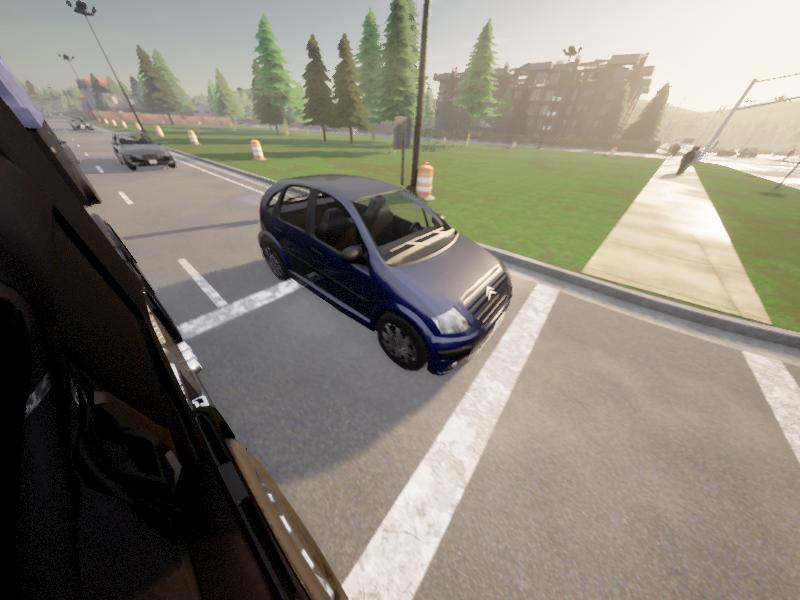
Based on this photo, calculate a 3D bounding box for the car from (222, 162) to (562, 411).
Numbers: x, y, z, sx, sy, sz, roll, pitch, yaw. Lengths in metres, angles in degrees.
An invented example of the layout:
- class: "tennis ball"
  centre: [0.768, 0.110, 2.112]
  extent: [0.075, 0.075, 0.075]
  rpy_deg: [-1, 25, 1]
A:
- class: "car"
  centre: [-0.432, -0.783, 3.341]
  extent: [3.988, 1.617, 1.851]
  rpy_deg: [28, 44, 30]

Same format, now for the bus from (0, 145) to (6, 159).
- class: "bus"
  centre: [-21.523, -7.814, 9.152]
  extent: [10.273, 4.253, 3.944]
  rpy_deg: [28, 44, 30]

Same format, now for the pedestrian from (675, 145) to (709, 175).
- class: "pedestrian"
  centre: [21.536, -10.346, 17.087]
  extent: [0.751, 1.860, 0.751]
  rpy_deg: [-29, 47, -35]

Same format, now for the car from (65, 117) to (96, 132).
- class: "car"
  centre: [-44.510, -24.407, 32.173]
  extent: [3.806, 1.475, 1.970]
  rpy_deg: [28, 44, 30]

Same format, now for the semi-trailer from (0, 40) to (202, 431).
- class: "semi-trailer"
  centre: [-8.710, -3.599, 4.214]
  extent: [14.254, 4.402, 2.717]
  rpy_deg: [28, 44, 30]

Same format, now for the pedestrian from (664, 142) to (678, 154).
- class: "pedestrian"
  centre: [49.715, -27.863, 42.400]
  extent: [0.751, 1.860, 0.751]
  rpy_deg: [30, 45, 32]

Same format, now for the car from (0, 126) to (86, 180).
- class: "car"
  centre: [-16.124, -6.638, 10.226]
  extent: [4.902, 1.511, 2.128]
  rpy_deg: [31, 45, 32]

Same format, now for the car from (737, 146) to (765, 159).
- class: "car"
  centre: [72.833, -30.721, 48.040]
  extent: [1.905, 1.878, 3.866]
  rpy_deg: [28, 44, 30]

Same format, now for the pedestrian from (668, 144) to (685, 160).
- class: "pedestrian"
  centre: [40.141, -21.529, 33.543]
  extent: [0.751, 1.860, 0.751]
  rpy_deg: [29, 44, 31]

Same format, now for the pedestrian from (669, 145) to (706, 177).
- class: "pedestrian"
  centre: [19.919, -9.633, 16.026]
  extent: [0.751, 1.860, 0.751]
  rpy_deg: [-26, 46, -33]

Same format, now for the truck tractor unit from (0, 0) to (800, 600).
- class: "truck tractor unit"
  centre: [-2.645, -0.295, 0.351]
  extent: [6.516, 4.208, 3.053]
  rpy_deg: [28, 44, 30]

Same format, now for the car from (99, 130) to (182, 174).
- class: "car"
  centre: [-13.163, -7.572, 11.701]
  extent: [4.193, 1.474, 1.816]
  rpy_deg: [28, 44, 30]

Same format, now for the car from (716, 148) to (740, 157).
- class: "car"
  centre: [68.498, -30.798, 48.328]
  extent: [1.895, 1.301, 4.718]
  rpy_deg: [28, 44, 30]
